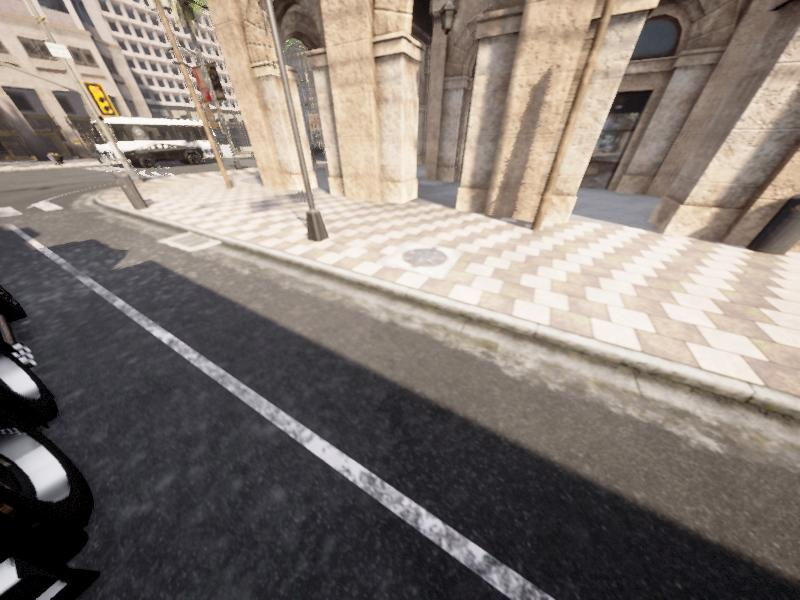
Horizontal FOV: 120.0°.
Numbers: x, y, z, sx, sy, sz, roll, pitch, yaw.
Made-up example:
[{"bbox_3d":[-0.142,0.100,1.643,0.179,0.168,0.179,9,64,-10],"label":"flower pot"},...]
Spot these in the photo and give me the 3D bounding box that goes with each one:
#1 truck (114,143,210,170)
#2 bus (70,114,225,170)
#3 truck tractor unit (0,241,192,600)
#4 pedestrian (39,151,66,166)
[{"bbox_3d":[-24.511,-15.225,24.247,2.390,2.098,6.274,17,39,24],"label":"truck"},{"bbox_3d":[-26.863,-17.623,25.825,3.944,4.253,10.273,18,39,24],"label":"bus"},{"bbox_3d":[-5.068,-0.343,0.832,6.516,4.208,3.053,20,40,26],"label":"truck tractor unit"},{"bbox_3d":[-35.330,-14.376,23.501,0.751,1.300,0.751,1,35,2],"label":"pedestrian"}]
